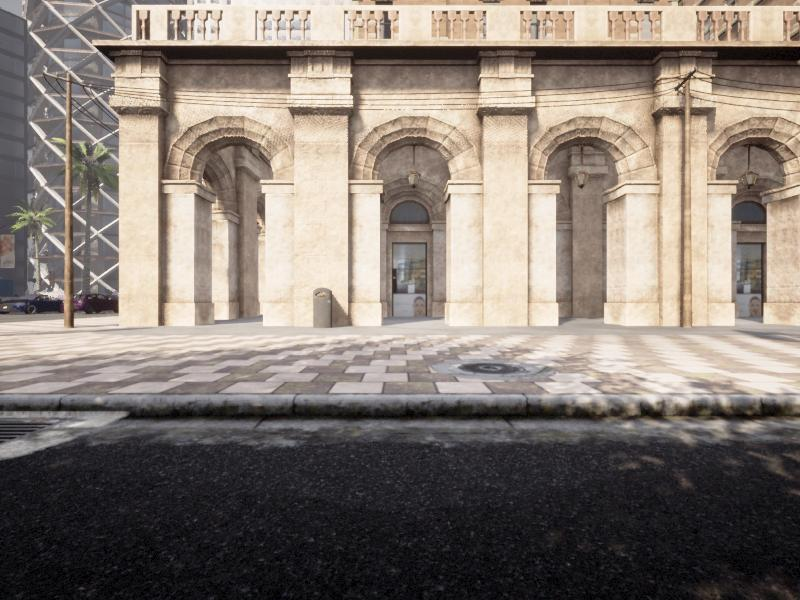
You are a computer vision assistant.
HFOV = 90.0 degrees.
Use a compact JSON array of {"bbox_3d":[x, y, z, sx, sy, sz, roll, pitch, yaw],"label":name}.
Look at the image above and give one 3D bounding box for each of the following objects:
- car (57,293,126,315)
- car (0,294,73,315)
[{"bbox_3d":[-22.326,0.254,29.207,1.816,1.474,4.193,0,0,0],"label":"car"},{"bbox_3d":[-25.830,0.307,28.246,1.994,1.385,4.181,0,0,0],"label":"car"}]
